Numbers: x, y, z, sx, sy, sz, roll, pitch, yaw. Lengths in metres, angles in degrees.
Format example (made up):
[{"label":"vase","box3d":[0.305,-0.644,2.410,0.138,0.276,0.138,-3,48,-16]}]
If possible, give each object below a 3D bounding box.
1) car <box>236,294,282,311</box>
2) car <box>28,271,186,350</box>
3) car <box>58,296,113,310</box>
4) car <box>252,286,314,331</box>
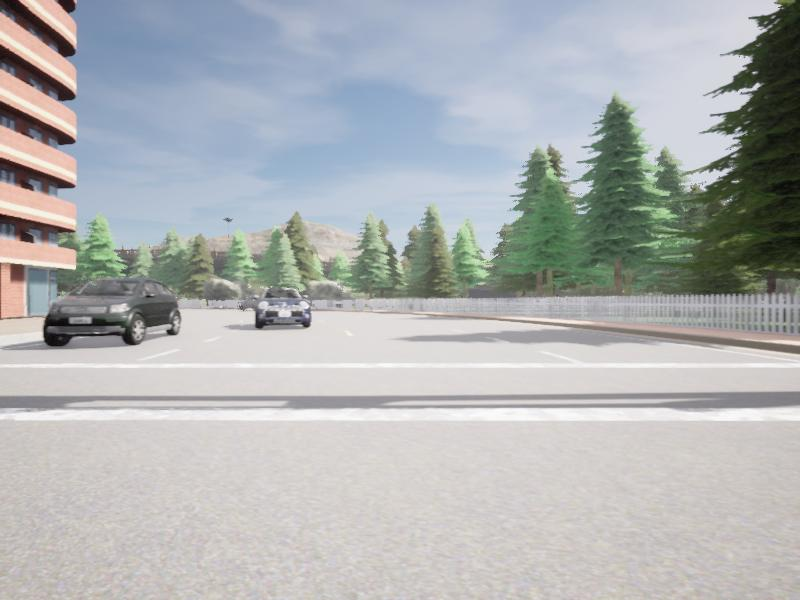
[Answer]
[{"label":"car","box3d":[-14.118,0.258,39.964,4.611,1.667,2.242,0,0,37]},{"label":"car","box3d":[-6.815,0.222,9.854,1.789,1.549,3.705,0,0,-12]},{"label":"car","box3d":[-35.312,0.367,44.942,4.974,1.542,2.038,0,0,9]},{"label":"car","box3d":[-4.544,0.273,15.190,1.970,1.475,3.806,0,0,-21]}]
